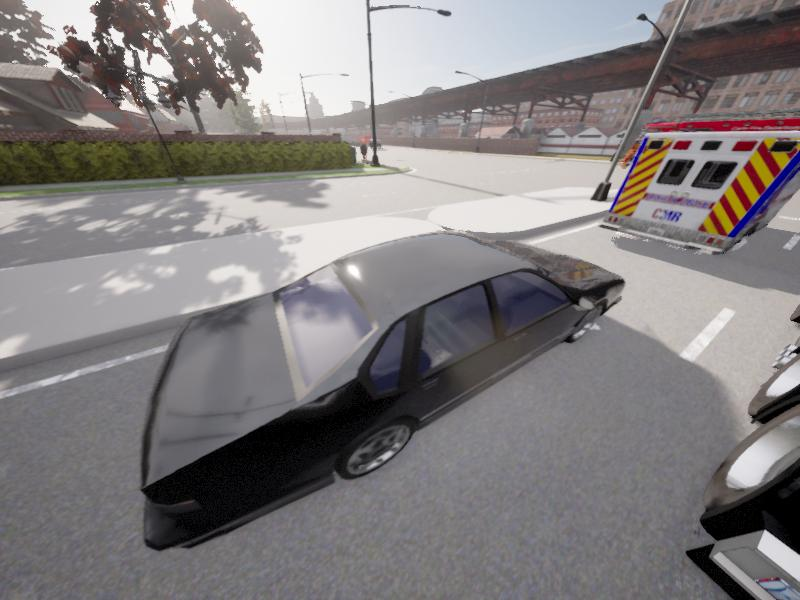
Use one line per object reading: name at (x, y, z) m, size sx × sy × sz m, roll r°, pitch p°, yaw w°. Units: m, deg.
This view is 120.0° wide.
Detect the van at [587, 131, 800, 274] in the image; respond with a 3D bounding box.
van at (8.656, -3.007, 6.268) m, size 6.366 × 2.431 × 2.351 m, roll -17°, pitch 38°, yaw -23°

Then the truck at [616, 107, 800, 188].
truck at (21.952, -10.800, 16.351) m, size 2.891 × 3.827 × 8.468 m, roll -18°, pitch 39°, yaw -24°

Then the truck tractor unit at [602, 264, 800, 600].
truck tractor unit at (5.107, -0.304, 0.782) m, size 6.516 × 4.208 × 3.053 m, roll -18°, pitch 39°, yaw -24°

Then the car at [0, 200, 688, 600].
car at (0.563, 0.034, 2.739) m, size 5.357 × 1.411 × 2.033 m, roll -18°, pitch 39°, yaw -24°

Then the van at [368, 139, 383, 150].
van at (-6.094, -38.403, 56.852) m, size 2.069 × 2.038 × 4.480 m, roll -17°, pitch 40°, yaw -23°

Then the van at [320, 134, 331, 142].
van at (-28.575, -61.958, 88.305) m, size 1.988 × 2.561 × 5.915 m, roll -18°, pitch 40°, yaw -24°

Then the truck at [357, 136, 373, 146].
truck at (-10.295, -47.066, 68.325) m, size 2.627 × 2.467 × 5.204 m, roll -18°, pitch 40°, yaw -24°
